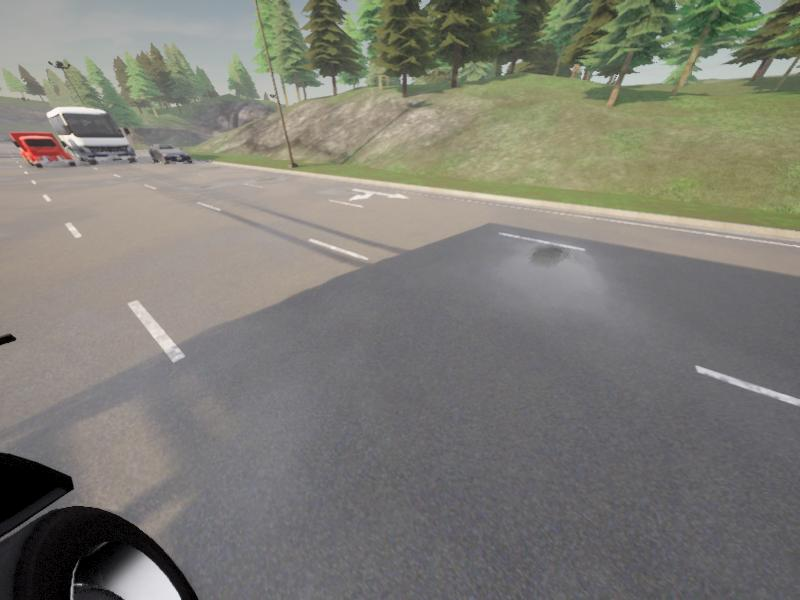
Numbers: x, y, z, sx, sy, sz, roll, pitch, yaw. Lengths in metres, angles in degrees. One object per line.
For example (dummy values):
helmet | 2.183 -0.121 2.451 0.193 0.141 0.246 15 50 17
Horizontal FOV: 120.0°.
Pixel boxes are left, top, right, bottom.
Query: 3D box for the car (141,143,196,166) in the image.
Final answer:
car | -22.509 -14.199 22.469 5.027 1.651 2.152 23 41 29

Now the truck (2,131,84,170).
truck | -29.999 -12.623 19.438 5.204 2.467 2.627 22 41 28

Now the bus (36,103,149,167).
bus | -29.877 -15.849 22.473 10.273 4.253 3.944 22 41 28
